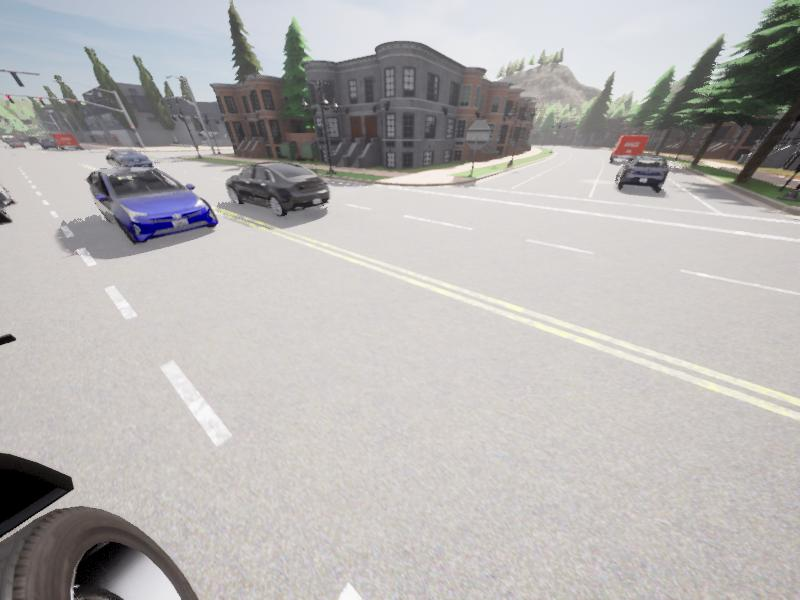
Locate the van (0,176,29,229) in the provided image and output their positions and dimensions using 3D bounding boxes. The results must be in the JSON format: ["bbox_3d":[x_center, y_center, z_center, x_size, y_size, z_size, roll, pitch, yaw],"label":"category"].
[{"bbox_3d":[-14.683,-3.824,7.104,6.366,2.431,2.351,22,41,28],"label":"van"}]

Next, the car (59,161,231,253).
[{"bbox_3d":[-7.360,-2.935,6.686,4.514,1.525,2.007,22,41,28],"label":"car"}]

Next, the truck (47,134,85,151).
[{"bbox_3d":[-60.957,-28.848,42.171,5.204,2.467,2.627,22,41,28],"label":"truck"}]

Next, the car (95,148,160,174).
[{"bbox_3d":[-21.642,-11.163,18.353,5.357,1.411,2.033,22,41,28],"label":"car"}]

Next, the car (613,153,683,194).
[{"bbox_3d":[13.312,-7.074,12.708,1.816,1.474,4.193,23,41,29],"label":"car"}]

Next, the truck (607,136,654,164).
[{"bbox_3d":[25.781,-17.086,26.150,2.627,2.467,5.204,22,41,28],"label":"truck"}]

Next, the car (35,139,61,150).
[{"bbox_3d":[-68.871,-30.508,45.178,4.856,1.649,2.033,22,41,28],"label":"car"}]

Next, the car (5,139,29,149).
[{"bbox_3d":[-74.416,-30.273,44.865,3.633,1.501,1.845,22,41,28],"label":"car"}]

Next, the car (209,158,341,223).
[{"bbox_3d":[-4.730,-4.311,8.689,4.892,1.490,1.837,22,41,28],"label":"car"}]
